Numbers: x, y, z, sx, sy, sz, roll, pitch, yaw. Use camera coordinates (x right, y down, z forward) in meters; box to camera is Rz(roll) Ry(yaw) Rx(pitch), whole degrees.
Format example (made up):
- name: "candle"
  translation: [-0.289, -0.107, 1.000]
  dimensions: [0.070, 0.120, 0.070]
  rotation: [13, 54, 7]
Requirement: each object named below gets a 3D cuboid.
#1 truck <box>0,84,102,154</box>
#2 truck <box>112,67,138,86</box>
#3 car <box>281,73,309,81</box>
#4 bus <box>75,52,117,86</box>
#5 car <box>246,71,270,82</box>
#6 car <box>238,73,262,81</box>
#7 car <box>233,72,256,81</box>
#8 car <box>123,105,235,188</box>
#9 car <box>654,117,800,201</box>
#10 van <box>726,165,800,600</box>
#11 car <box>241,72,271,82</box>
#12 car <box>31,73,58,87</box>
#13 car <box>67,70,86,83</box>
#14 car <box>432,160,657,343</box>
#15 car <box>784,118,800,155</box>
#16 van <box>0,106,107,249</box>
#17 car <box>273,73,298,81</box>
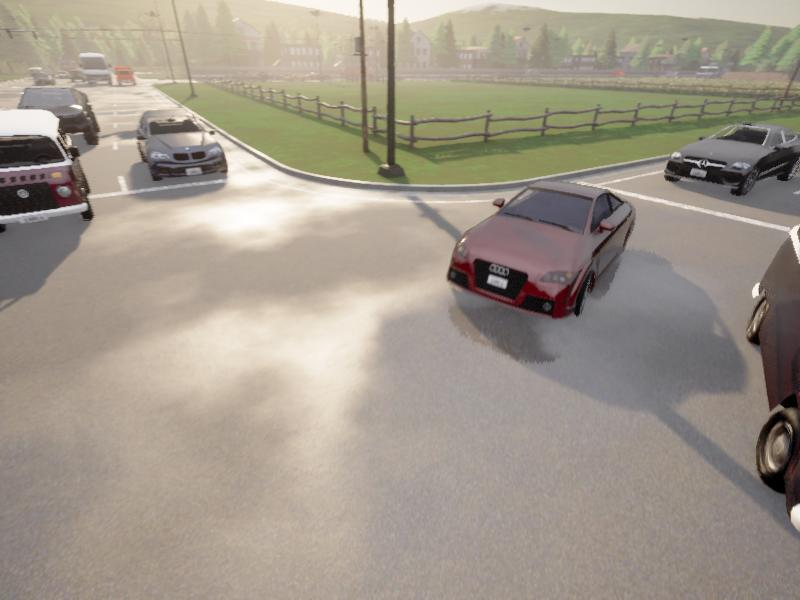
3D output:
- name: "truck"
  translation: [-15.004, -8.189, 17.632]
  dimensions: [2.390, 2.098, 6.274]
  rotation: [-17, 35, -28]
- name: "truck"
  translation: [-42.420, -34.501, 61.687]
  dimensions: [2.627, 2.467, 5.204]
  rotation: [-17, 35, -27]
- name: "car"
  translation: [-22.433, -47.907, 85.963]
  dimensions: [5.366, 1.575, 1.801]
  rotation: [-17, 35, -27]
- name: "bus"
  translation: [-47.918, -36.589, 63.371]
  dimensions: [3.944, 4.253, 10.273]
  rotation: [-17, 35, -27]
- name: "car"
  translation: [-28.118, -44.228, 79.225]
  dimensions: [3.866, 1.878, 1.905]
  rotation: [-17, 35, -27]
- name: "car"
  translation: [-31.704, -47.129, 84.493]
  dimensions: [4.193, 1.474, 1.816]
  rotation: [-17, 35, -27]
- name: "car"
  translation: [-33.794, -48.594, 86.910]
  dimensions: [3.988, 1.617, 1.851]
  rotation: [-17, 35, -27]
- name: "car"
  translation: [-7.342, -5.219, 13.132]
  dimensions: [2.242, 1.667, 4.611]
  rotation: [-18, 36, -29]
- name: "car"
  translation: [10.588, -4.535, 12.397]
  dimensions: [5.027, 1.651, 2.152]
  rotation: [-18, 35, -28]
- name: "van"
  translation: [4.471, 0.403, 3.412]
  dimensions: [2.069, 2.038, 4.480]
  rotation: [19, 35, 30]
- name: "car"
  translation: [-29.483, -45.794, 82.102]
  dimensions: [5.238, 1.638, 1.930]
  rotation: [-17, 35, -27]
- name: "car"
  translation: [-53.743, -33.290, 60.499]
  dimensions: [2.152, 1.651, 5.027]
  rotation: [-17, 35, -27]
- name: "car"
  translation: [-56.104, -38.854, 69.440]
  dimensions: [1.905, 1.878, 3.866]
  rotation: [-17, 35, -27]
- name: "car"
  translation: [2.587, -1.184, 6.748]
  dimensions: [1.994, 1.385, 4.181]
  rotation: [22, 37, 32]
- name: "car"
  translation: [19.101, -7.119, 17.140]
  dimensions: [4.792, 1.488, 2.163]
  rotation: [-17, 35, -28]
- name: "van"
  translation: [-8.265, -2.971, 8.906]
  dimensions: [2.069, 2.038, 4.480]
  rotation: [-19, 36, -30]
- name: "car"
  translation: [-25.225, -49.108, 88.022]
  dimensions: [4.792, 1.488, 2.163]
  rotation: [-17, 35, -27]
